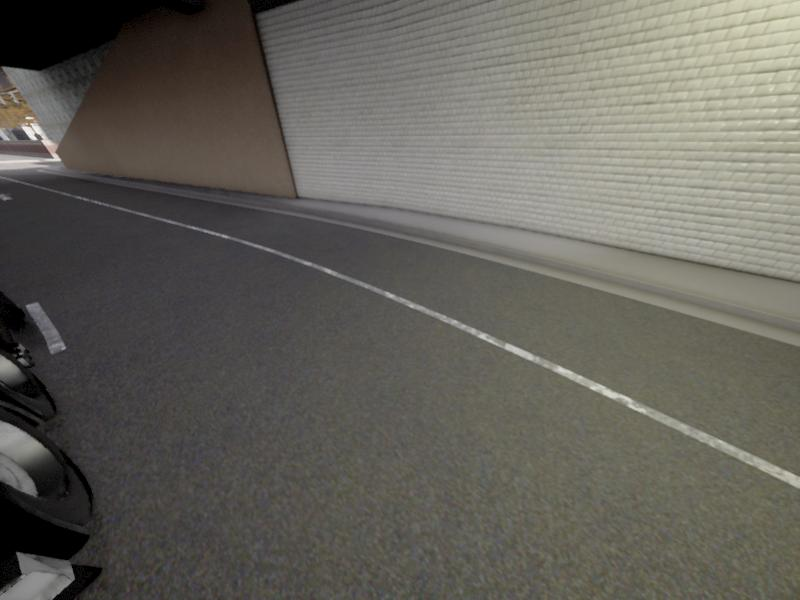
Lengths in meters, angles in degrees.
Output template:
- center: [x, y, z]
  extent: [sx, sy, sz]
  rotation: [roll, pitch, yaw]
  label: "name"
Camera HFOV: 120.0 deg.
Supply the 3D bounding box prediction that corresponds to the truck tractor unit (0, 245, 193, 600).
- center: [-5.077, -0.334, 0.821]
  extent: [6.516, 4.208, 3.053]
  rotation: [20, 40, 26]
  label: "truck tractor unit"
